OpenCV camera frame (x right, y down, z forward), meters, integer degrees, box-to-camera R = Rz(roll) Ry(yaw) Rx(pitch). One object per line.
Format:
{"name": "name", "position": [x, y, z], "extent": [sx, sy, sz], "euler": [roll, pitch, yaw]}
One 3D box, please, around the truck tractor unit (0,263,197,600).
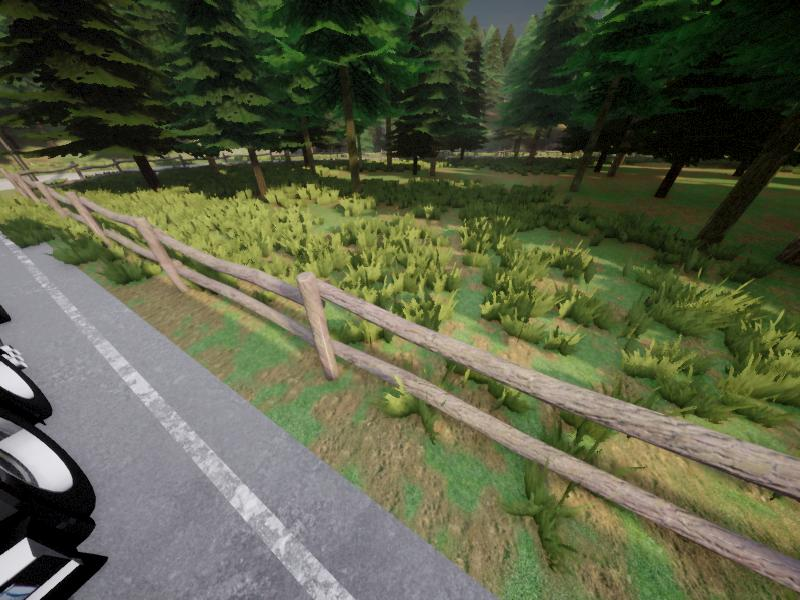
{"name": "truck tractor unit", "position": [-5.109, -0.302, 0.782], "extent": [6.516, 4.208, 3.053], "euler": [18, 39, 24]}
